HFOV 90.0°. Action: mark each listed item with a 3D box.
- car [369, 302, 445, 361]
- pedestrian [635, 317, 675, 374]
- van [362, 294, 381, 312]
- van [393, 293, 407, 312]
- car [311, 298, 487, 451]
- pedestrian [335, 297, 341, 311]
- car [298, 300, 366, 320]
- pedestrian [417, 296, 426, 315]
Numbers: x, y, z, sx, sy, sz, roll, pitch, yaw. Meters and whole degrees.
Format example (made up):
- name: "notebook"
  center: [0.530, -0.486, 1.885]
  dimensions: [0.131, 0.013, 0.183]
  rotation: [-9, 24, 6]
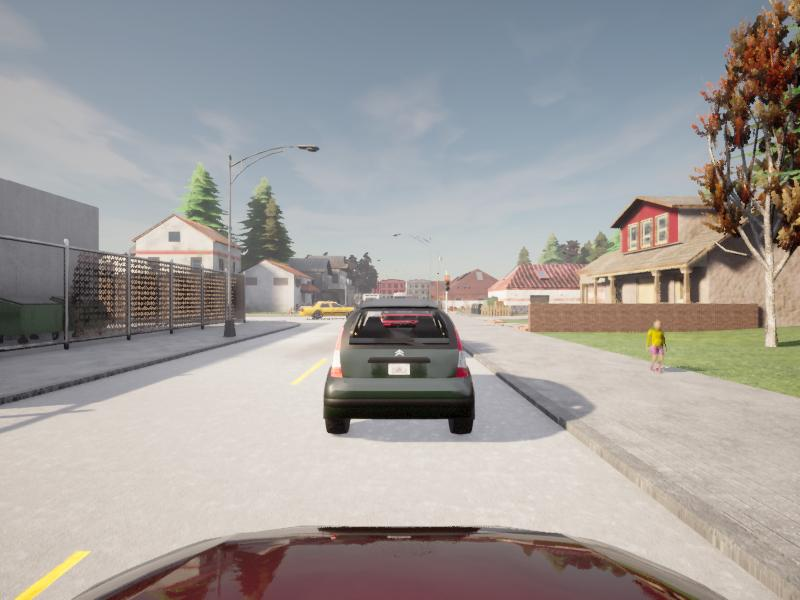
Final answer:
- name: "car"
  center: [0.127, 0.828, 12.723]
  dimensions: [2.007, 1.525, 4.514]
  rotation: [0, 0, -2]
- name: "pedestrian"
  center: [5.173, 0.913, 8.129]
  dimensions: [0.500, 1.100, 0.500]
  rotation: [0, 0, 0]
- name: "van"
  center: [-4.044, 0.377, 57.411]
  dimensions: [2.351, 2.431, 6.366]
  rotation: [0, 0, 0]
- name: "van"
  center: [-0.020, 0.322, 57.648]
  dimensions: [1.988, 2.561, 5.915]
  rotation: [0, 0, 0]
- name: "car"
  center: [-0.005, 0.788, 6.219]
  dimensions: [1.851, 1.617, 3.988]
  rotation: [0, 0, 0]
- name: "pedestrian"
  center: [-7.977, 0.534, 51.609]
  dimensions: [0.751, 1.860, 0.751]
  rotation: [0, 0, -16]
- name: "car"
  center: [-5.590, 0.801, 33.020]
  dimensions: [5.366, 1.575, 1.801]
  rotation: [0, 0, -17]
- name: "pedestrian"
  center: [2.178, 0.533, 40.158]
  dimensions: [0.751, 1.860, 0.751]
  rotation: [0, 0, 23]
